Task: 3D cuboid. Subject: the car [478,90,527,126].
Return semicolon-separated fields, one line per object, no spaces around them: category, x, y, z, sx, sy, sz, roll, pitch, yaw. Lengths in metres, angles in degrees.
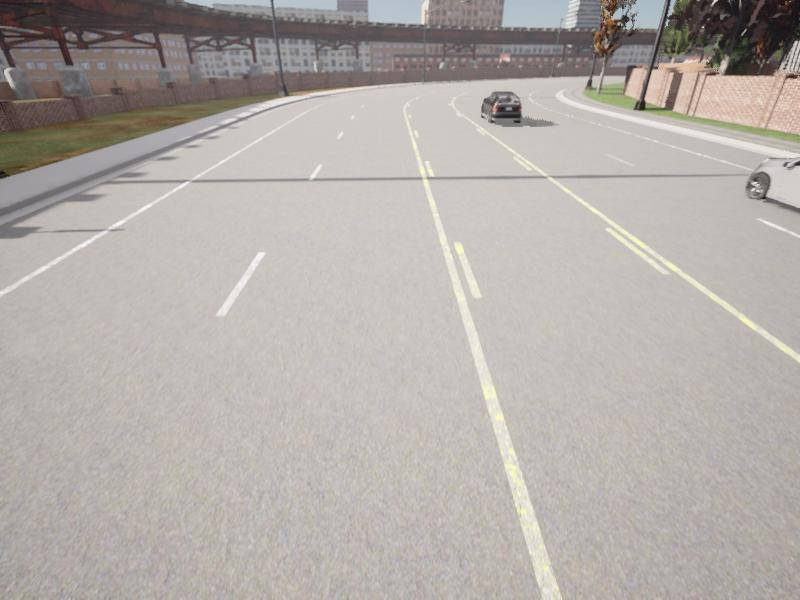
car;5.820;-11.167;23.132;1.789;1.549;3.705;-1;31;-1

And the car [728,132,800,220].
car;9.691;-2.588;8.725;1.845;1.501;3.633;-1;31;-1
